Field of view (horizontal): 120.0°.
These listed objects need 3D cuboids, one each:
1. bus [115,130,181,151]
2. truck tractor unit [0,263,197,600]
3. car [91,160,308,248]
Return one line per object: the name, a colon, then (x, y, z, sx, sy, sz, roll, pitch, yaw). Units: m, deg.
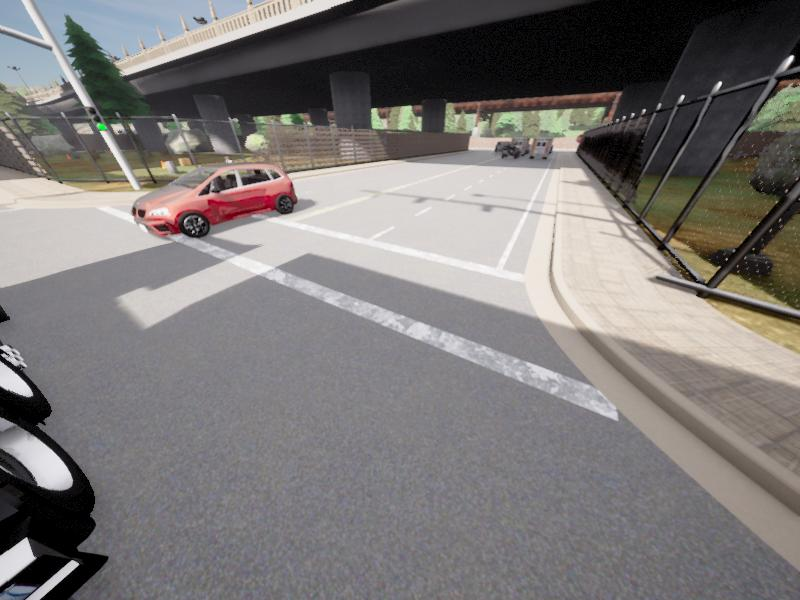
bus: (-65.810, -42.077, 60.866, 3.944, 4.253, 10.273, 18, 39, 24)
truck tractor unit: (-5.108, -0.304, 0.778, 6.516, 4.208, 3.053, 18, 39, 24)
car: (-5.817, -3.479, 7.596, 2.242, 1.667, 4.611, 18, 38, 24)
